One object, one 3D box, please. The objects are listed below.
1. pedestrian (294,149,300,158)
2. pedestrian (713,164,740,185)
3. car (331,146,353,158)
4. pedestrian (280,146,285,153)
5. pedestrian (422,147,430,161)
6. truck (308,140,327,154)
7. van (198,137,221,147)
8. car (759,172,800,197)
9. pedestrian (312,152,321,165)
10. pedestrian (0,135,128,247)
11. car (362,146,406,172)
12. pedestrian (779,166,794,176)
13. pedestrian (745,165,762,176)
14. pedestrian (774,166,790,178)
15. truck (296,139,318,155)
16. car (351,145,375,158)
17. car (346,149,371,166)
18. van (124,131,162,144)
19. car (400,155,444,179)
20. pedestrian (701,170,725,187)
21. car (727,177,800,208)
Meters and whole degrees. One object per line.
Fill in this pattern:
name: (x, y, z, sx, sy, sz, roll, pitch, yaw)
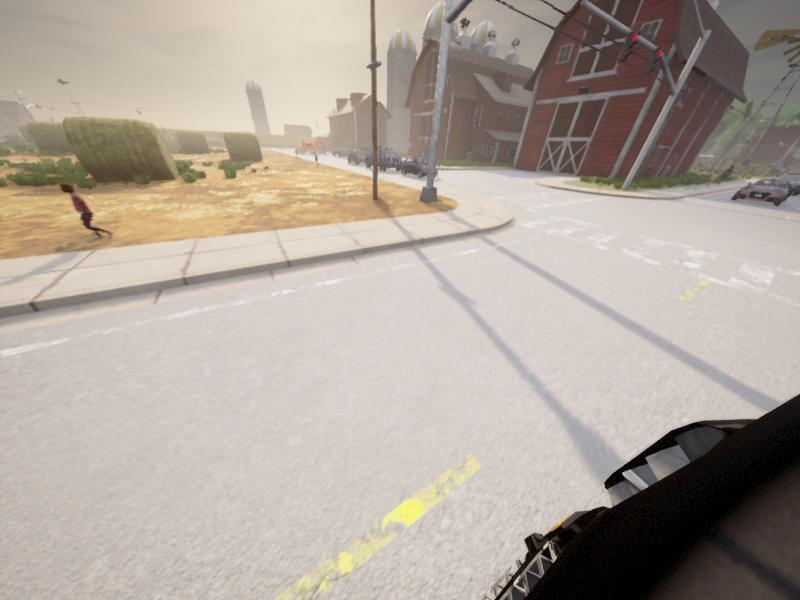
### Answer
pedestrian: (-14.430, -20.513, 32.333, 0.500, 1.100, 0.500, -23, 42, -34)
pedestrian: (33.687, -12.959, 23.881, 0.751, 1.860, 0.751, -17, 39, -28)
car: (-10.630, -26.802, 41.869, 2.152, 1.651, 5.027, -17, 38, -27)
pedestrian: (-22.324, -28.497, 43.752, 0.500, 1.100, 0.500, -4, 34, -10)
pedestrian: (4.419, -24.769, 39.165, 0.751, 1.860, 0.751, 25, 40, 30)
truck: (-18.846, -34.899, 52.712, 2.627, 2.467, 5.204, -17, 38, -27)
van: (-53.957, -44.901, 65.603, 4.480, 2.038, 2.069, -16, 38, -26)
car: (34.753, -10.378, 20.597, 5.238, 1.638, 1.930, -16, 38, -26)
pedestrian: (-8.549, -14.420, 23.610, 0.500, 1.100, 0.500, -26, 43, -36)
pedestrian: (-6.587, -2.151, 4.652, 0.751, 1.860, 0.751, -27, 44, -37)
car: (-1.788, -14.942, 24.355, 2.150, 2.045, 5.566, -17, 38, -27)
pedestrian: (84.807, -28.317, 50.722, 0.751, 1.860, 0.751, -14, 37, -24)
pedestrian: (66.970, -24.553, 43.753, 0.751, 1.860, 0.751, -7, 35, -14)
pedestrian: (72.123, -24.206, 43.610, 0.751, 1.860, 0.751, -18, 39, -28)
truck: (-19.082, -31.402, 47.444, 2.627, 2.467, 5.204, -17, 38, -27)
car: (-7.011, -28.068, 43.552, 3.866, 1.878, 1.905, 10, 40, 13)
car: (-5.258, -17.988, 29.122, 1.789, 1.549, 3.705, -17, 38, -27)
van: (-68.198, -43.201, 61.507, 5.915, 2.561, 1.988, -16, 38, -26)
car: (1.724, -11.404, 19.755, 1.845, 1.501, 3.633, -17, 38, -27)
pedestrian: (29.876, -11.601, 22.065, 0.751, 1.300, 0.751, -16, 38, -26)
car: (24.269, -7.215, 15.318, 4.181, 1.385, 1.994, -16, 38, -26)
